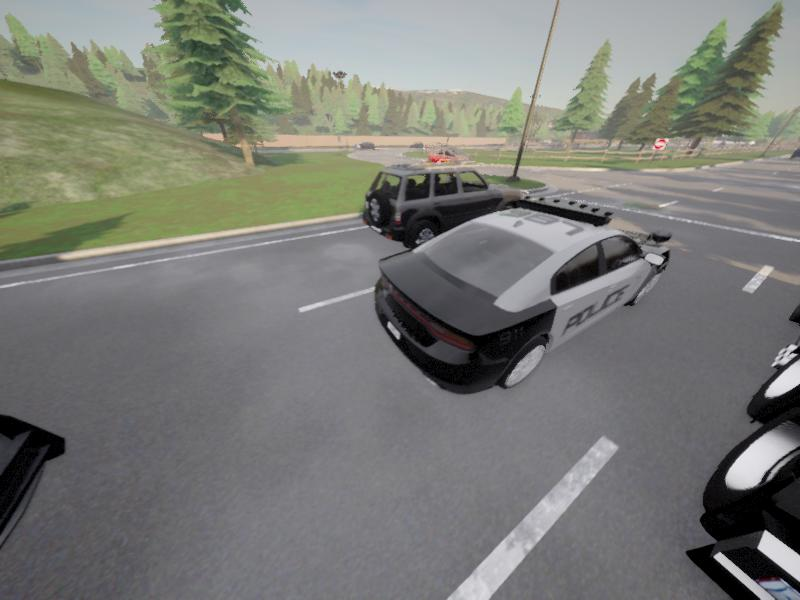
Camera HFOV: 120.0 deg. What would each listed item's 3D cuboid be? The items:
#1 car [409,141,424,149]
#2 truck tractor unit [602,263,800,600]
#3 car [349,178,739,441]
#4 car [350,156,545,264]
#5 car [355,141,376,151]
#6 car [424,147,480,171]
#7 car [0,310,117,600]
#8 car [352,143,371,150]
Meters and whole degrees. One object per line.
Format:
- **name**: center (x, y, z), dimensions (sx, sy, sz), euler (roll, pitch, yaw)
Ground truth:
- **car**: center (4.651, -44.016, 65.683), dimensions (3.866, 1.878, 1.905), euler (-18, 39, -25)
- **truck tractor unit**: center (5.108, -0.304, 0.783), dimensions (6.516, 4.208, 3.053), euler (-18, 39, -24)
- **car**: center (2.179, -0.594, 3.438), dimensions (5.238, 1.638, 1.930), euler (-18, 39, -24)
- **car**: center (1.282, -2.707, 6.262), dimensions (4.605, 1.855, 1.932), euler (-18, 39, -24)
- **car**: center (-8.323, -37.426, 56.100), dimensions (4.605, 1.855, 1.932), euler (-18, 39, -25)
- **car**: center (4.832, -13.504, 21.994), dimensions (2.242, 1.667, 4.611), euler (-29, 44, -35)
- **car**: center (-4.597, 1.676, 0.228), dimensions (4.974, 1.542, 2.038), euler (-19, 39, -24)
- **car**: center (-10.269, -41.238, 61.938), dimensions (4.514, 1.525, 2.007), euler (-18, 39, -25)
